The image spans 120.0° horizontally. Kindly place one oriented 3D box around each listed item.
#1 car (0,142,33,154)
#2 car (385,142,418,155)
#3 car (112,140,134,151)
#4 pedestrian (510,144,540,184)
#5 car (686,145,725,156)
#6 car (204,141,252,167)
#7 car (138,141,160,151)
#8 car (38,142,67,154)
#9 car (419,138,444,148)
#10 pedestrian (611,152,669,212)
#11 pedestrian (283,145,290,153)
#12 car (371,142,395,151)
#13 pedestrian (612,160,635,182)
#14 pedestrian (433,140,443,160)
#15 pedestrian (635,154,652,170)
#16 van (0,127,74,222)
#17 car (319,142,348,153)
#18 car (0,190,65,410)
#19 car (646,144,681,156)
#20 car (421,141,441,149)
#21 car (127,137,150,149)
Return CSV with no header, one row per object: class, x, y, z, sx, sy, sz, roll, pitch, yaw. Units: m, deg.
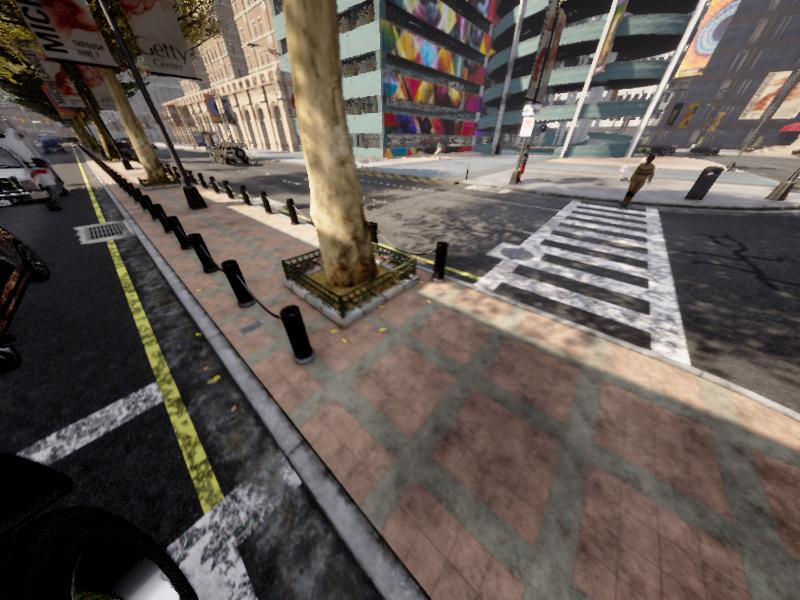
car,-56.537,-22.431,34.093,4.718,1.301,1.895,26,43,32
car,0.157,-23.531,35.897,4.902,1.511,2.128,26,43,32
car,-51.447,-28.682,42.875,4.892,1.490,1.837,26,43,32
pedestrian,6.969,-7.636,12.946,0.751,1.860,0.751,-24,42,-31
car,54.029,-26.565,40.965,1.789,1.549,3.705,-1,35,-2
car,-16.539,-14.141,22.238,4.605,1.855,1.932,27,43,32
car,-48.802,-29.970,44.833,3.806,1.475,1.970,26,43,32
car,-51.632,-22.699,34.407,4.674,1.442,1.812,26,43,32
car,7.886,-39.617,58.277,5.566,2.045,2.435,26,43,32
pedestrian,8.851,-4.389,8.610,0.751,1.860,0.751,27,43,33
pedestrian,-17.713,-23.600,36.056,0.500,1.100,0.500,11,36,14
car,-3.489,-30.919,46.527,4.718,1.301,1.895,26,43,32
pedestrian,13.240,-7.652,13.698,0.500,1.100,0.500,-21,41,-28
pedestrian,4.390,-17.233,26.577,0.751,1.860,0.751,15,38,20
pedestrian,20.277,-11.480,19.225,0.500,1.100,0.500,-27,43,-33
van,-14.756,-4.779,8.454,6.366,2.431,2.351,26,43,32
car,-11.333,-26.081,39.470,4.786,1.482,2.161,26,43,32
car,-6.374,-0.072,2.680,4.792,1.488,2.163,29,44,34
car,47.051,-26.866,41.323,1.789,1.549,3.705,1,35,0
car,7.839,-39.318,58.533,4.514,1.523,2.007,26,43,32
car,-57.077,-34.347,50.409,5.566,2.045,2.150,26,43,32
